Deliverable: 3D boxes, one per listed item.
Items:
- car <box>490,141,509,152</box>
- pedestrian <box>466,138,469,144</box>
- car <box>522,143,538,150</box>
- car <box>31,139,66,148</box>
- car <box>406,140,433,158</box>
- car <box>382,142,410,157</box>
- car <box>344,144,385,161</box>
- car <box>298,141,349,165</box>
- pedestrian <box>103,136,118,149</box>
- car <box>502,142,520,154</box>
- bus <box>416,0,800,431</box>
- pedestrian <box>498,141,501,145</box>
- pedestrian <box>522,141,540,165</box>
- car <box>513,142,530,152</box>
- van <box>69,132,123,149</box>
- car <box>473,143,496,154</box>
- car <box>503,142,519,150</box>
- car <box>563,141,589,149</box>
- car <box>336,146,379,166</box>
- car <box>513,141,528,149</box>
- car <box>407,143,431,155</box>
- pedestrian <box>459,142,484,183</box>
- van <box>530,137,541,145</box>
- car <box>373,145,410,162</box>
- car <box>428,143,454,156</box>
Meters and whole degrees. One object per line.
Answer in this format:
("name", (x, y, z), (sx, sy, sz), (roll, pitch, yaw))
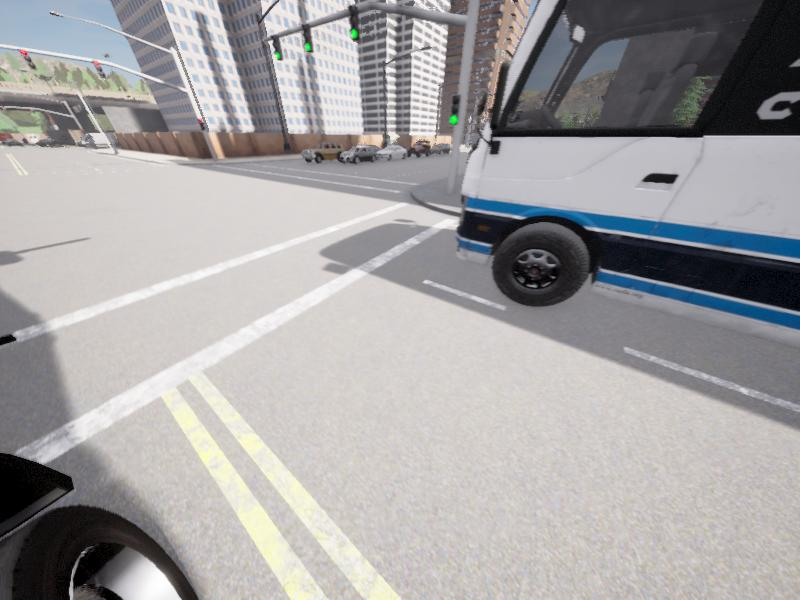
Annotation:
("car", (19.902, -30.647, 46.113), (2.033, 1.649, 4.856), (23, 41, 28))
("pedestrian", (25.645, -60.509, 87.974), (0.751, 1.860, 0.751), (20, 40, 26))
("car", (29.449, -34.719, 52.248), (1.895, 1.301, 4.718), (23, 41, 28))
("car", (-70.883, -31.547, 46.598), (4.892, 1.490, 1.837), (8, 36, 12))
("car", (2.644, -20.353, 31.133), (1.905, 1.878, 3.866), (22, 41, 28))
("car", (-0.521, -21.172, 32.509), (1.851, 1.617, 3.988), (23, 41, 28))
("car", (-4.261, -18.107, 28.241), (2.163, 1.488, 4.792), (23, 41, 28))
("car", (-7.800, -15.385, 24.005), (1.932, 1.855, 4.605), (24, 42, 30))
("pedestrian", (-51.633, -28.077, 41.194), (0.751, 1.860, 0.751), (23, 41, 29))
("car", (19.695, -26.975, 40.968), (1.789, 1.549, 3.705), (23, 41, 28))
("bus", (5.638, -1.139, 1.885), (10.273, 4.253, 3.944), (22, 41, 28))
("pedestrian", (35.260, -55.490, 81.694), (0.500, 1.100, 0.500), (21, 40, 26))
("pedestrian", (12.265, -13.793, 21.646), (0.751, 1.860, 0.751), (24, 42, 30))
("car", (24.248, -30.606, 46.224), (1.970, 1.475, 3.806), (23, 41, 28))
("van", (-60.873, -32.076, 46.454), (1.988, 2.561, 5.915), (20, 39, 25))
("car", (14.800, -26.497, 40.283), (2.128, 1.511, 4.902), (23, 41, 28))
("car", (25.149, -34.816, 52.177), (2.007, 1.525, 4.514), (23, 41, 28))
("car", (47.555, -42.050, 62.602), (5.366, 1.575, 1.801), (22, 41, 28))
("car", (-4.192, -14.675, 23.382), (1.970, 1.475, 3.806), (23, 41, 28))
("car", (30.308, -38.945, 58.118), (2.007, 1.525, 4.514), (23, 41, 28))
("car", (3.071, -24.000, 36.666), (1.816, 1.474, 4.193), (23, 41, 28))
("pedestrian", (3.933, -7.574, 12.758), (0.751, 1.860, 0.751), (25, 42, 30))
("van", (50.391, -59.033, 85.794), (1.988, 2.561, 5.915), (23, 41, 28))
("car", (-0.886, -17.333, 27.208), (1.812, 1.442, 4.674), (23, 41, 28))
("car", (6.354, -23.174, 35.510), (1.837, 1.490, 4.892), (23, 41, 28))
